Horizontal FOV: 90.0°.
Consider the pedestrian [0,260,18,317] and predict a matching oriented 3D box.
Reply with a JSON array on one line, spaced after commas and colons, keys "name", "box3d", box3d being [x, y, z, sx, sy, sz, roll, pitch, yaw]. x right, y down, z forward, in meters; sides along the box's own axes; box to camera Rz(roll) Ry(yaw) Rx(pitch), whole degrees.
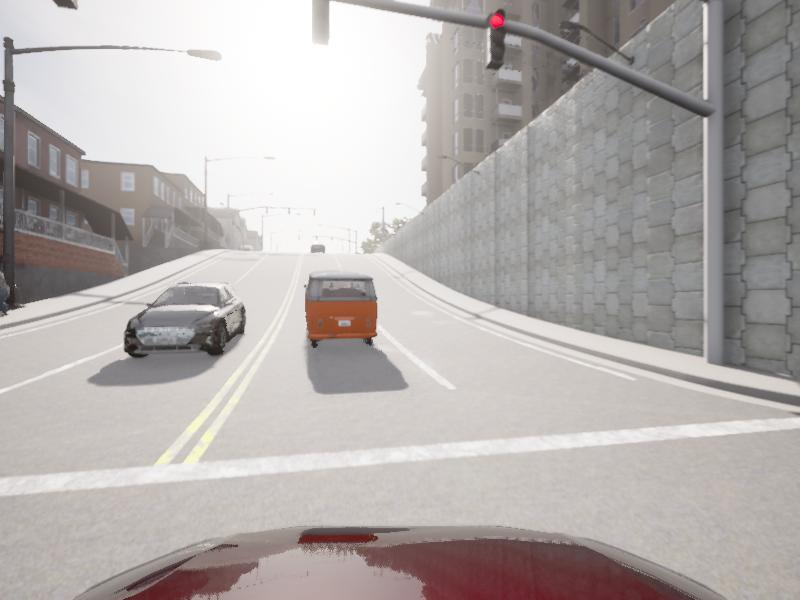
[{"name": "pedestrian", "box3d": [-13.464, -0.370, 13.318, 0.751, 1.860, 0.751, 0, 0, -1]}]

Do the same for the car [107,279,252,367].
[{"name": "car", "box3d": [-5.371, 0.343, 10.626, 2.033, 1.649, 4.856, 0, 5, -12]}]

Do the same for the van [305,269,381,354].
[{"name": "van", "box3d": [-1.902, 0.116, 11.991, 1.775, 1.987, 4.442, 0, 5, -14]}]

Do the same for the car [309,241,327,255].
[{"name": "car", "box3d": [-10.635, -6.742, 51.878, 2.128, 1.511, 4.902, 0, 5, -12]}]
